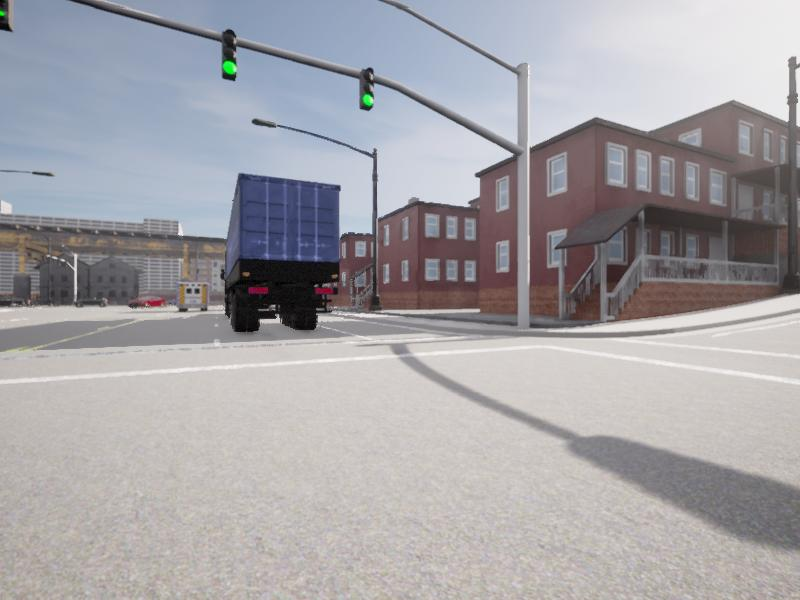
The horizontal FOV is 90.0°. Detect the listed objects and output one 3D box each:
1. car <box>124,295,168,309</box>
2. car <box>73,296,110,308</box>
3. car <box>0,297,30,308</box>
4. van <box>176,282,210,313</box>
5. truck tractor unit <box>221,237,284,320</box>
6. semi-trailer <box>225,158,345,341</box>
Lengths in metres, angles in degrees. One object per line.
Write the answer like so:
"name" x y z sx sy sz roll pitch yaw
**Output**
"car" -29.118 0.245 46.112 1.882 1.535 5.008 0 0 -1
"car" -41.641 0.248 54.117 3.705 1.549 1.789 0 0 -25
"car" -52.557 0.289 52.972 4.892 1.490 1.837 0 0 -25
"van" -17.889 -0.209 34.887 2.351 2.431 6.366 0 0 -25
"truck tractor unit" -8.994 -1.111 23.855 3.053 4.208 6.516 0 0 -25
"semi-trailer" -5.694 -1.214 16.659 2.717 4.402 14.254 0 0 -25
